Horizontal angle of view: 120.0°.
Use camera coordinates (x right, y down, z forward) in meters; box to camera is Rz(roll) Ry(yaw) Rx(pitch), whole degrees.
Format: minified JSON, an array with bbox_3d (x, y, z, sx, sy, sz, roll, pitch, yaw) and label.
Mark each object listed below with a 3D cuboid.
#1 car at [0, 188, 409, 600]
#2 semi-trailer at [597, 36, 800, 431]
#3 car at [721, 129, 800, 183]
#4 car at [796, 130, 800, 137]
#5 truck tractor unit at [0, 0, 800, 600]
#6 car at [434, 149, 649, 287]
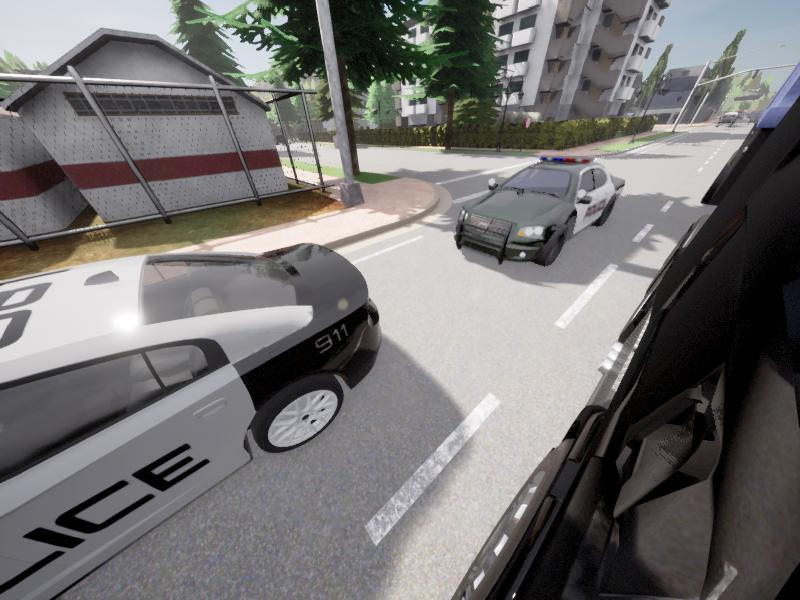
[{"bbox_3d":[-2.546,0.792,1.375,5.238,1.638,1.930,-28,44,-30],"label":"car"},{"bbox_3d":[8.729,-3.586,4.194,14.254,4.402,2.717,-28,43,-29],"label":"semi-trailer"},{"bbox_3d":[15.514,-6.062,9.549,3.806,1.475,1.970,-28,43,-30],"label":"car"},{"bbox_3d":[39.551,-16.267,21.561,5.366,1.575,1.801,-28,44,-30],"label":"car"},{"bbox_3d":[2.645,-0.295,0.351,6.516,4.208,3.053,-28,44,-30],"label":"truck tractor unit"},{"bbox_3d":[3.277,-2.277,5.212,4.974,1.542,2.038,-28,43,-30],"label":"car"}]
